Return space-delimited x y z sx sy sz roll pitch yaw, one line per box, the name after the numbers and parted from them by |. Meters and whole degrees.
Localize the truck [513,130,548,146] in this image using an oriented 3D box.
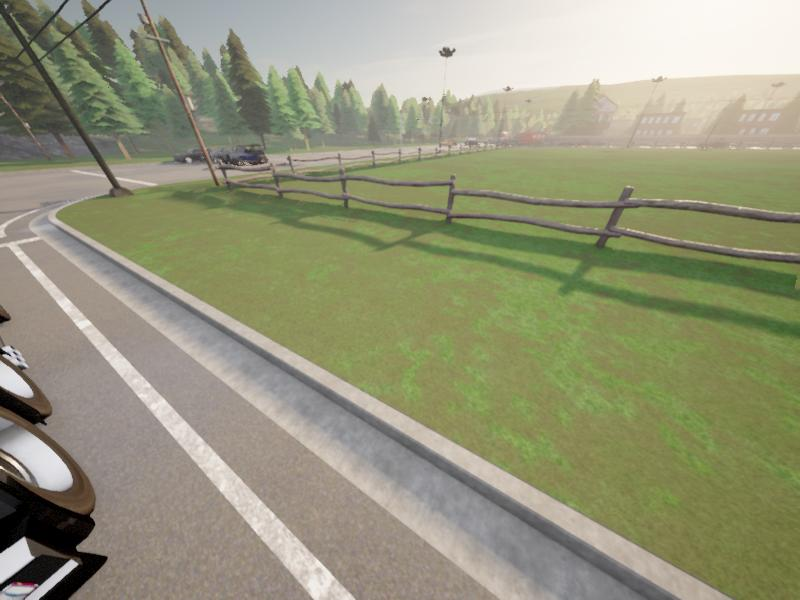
39.982 -49.711 71.035 8.468 3.827 2.891 18 39 25 | truck

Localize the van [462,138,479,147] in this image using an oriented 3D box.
20.147 -44.861 65.872 4.480 2.038 2.069 -24 42 -30 | van

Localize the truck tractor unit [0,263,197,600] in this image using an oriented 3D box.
-5.118 -0.292 0.789 6.516 4.208 3.053 18 39 24 | truck tractor unit

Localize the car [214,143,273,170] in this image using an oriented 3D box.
-14.694 -13.717 21.965 1.905 1.878 3.866 18 40 24 | car

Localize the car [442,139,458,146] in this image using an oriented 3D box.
15.932 -50.192 73.635 4.605 1.855 1.932 -20 40 -26 | car

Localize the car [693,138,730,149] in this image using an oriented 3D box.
66.002 -33.237 49.061 3.866 1.878 1.905 18 39 25 | car

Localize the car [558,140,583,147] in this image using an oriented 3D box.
45.800 -42.208 62.209 5.238 1.638 1.930 18 39 25 | car

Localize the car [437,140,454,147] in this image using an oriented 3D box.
13.559 -46.580 68.810 5.008 1.535 1.882 -28 44 -34 | car

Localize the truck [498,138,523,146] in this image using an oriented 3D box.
33.792 -48.437 70.780 6.274 2.098 2.390 10 36 14 | truck

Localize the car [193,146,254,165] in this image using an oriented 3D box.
-19.812 -16.475 26.275 2.128 1.511 4.902 19 39 25 | car

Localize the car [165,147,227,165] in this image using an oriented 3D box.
-23.471 -16.843 26.846 1.837 1.490 4.892 18 39 25 | car

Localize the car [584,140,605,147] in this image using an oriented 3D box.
54.451 -43.947 64.705 3.988 1.617 1.851 18 39 25 | car
